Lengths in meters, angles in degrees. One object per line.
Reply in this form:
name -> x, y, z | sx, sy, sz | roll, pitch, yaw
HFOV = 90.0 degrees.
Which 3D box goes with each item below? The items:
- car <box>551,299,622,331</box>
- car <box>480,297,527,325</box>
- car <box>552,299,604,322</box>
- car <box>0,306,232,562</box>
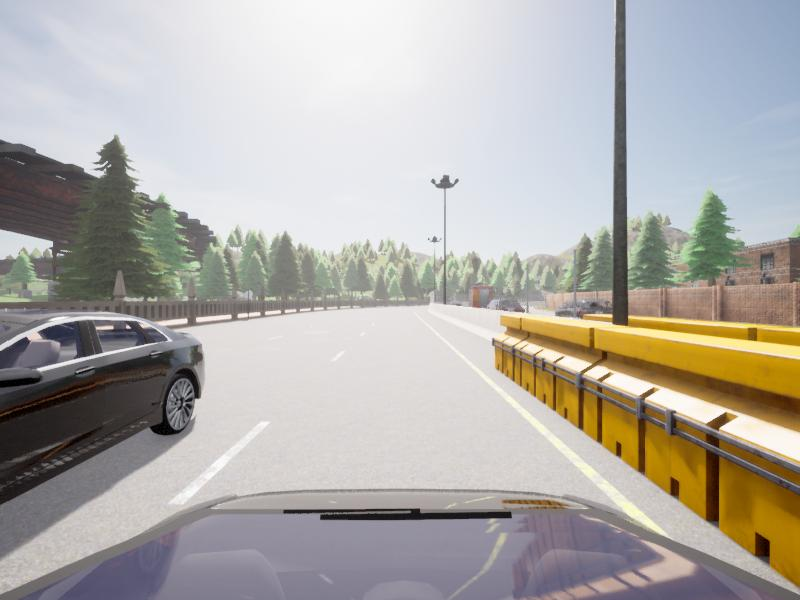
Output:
car -> 10.598, 0.760, 23.180 | 2.242, 1.667, 4.611 | 0, 0, 4
car -> 7.003, 0.700, 27.652 | 2.097, 1.767, 4.553 | 0, 0, 0
car -> 14.004, 0.784, 31.831 | 2.033, 1.649, 4.856 | 0, 0, 0
car -> -3.500, 0.837, 3.363 | 2.128, 1.511, 4.902 | 0, 0, 0
